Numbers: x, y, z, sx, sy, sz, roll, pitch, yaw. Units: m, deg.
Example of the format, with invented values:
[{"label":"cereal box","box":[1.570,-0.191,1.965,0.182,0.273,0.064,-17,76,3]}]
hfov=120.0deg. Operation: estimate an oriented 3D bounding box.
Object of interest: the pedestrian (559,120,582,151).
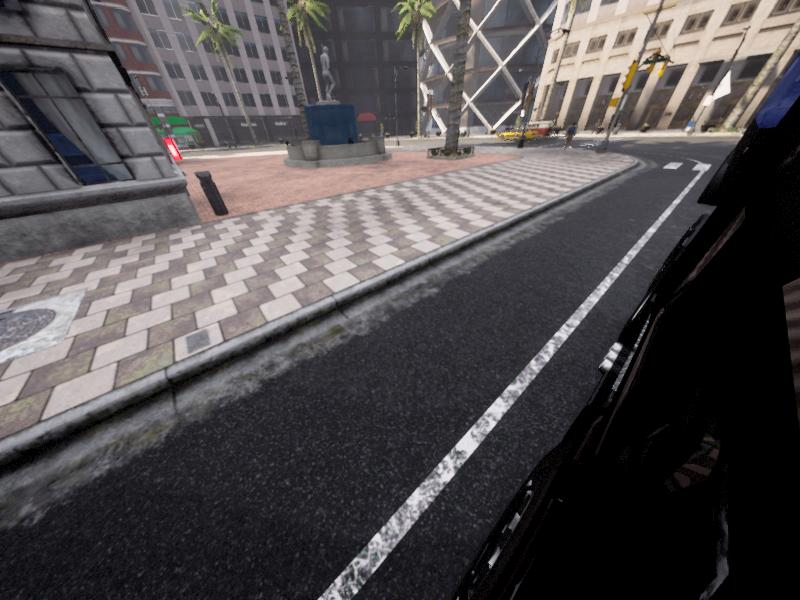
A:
[{"label":"pedestrian","box":[13.069,-12.618,17.761,0.751,1.860,0.751,25,45,32]}]

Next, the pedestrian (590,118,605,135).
[{"label":"pedestrian","box":[27.771,-24.454,32.563,0.751,1.860,0.751,-17,39,-18]}]

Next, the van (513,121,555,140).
[{"label":"van","box":[18.730,-23.829,32.514,1.775,1.987,4.442,-31,45,-33]}]

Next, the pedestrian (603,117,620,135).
[{"label":"pedestrian","box":[27.857,-22.852,30.424,0.751,1.860,0.751,-21,41,-23]}]

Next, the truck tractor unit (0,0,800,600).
[{"label":"truck tractor unit","box":[2.645,-0.295,0.351,6.516,4.208,3.053,-28,44,-30]}]

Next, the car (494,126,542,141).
[{"label":"car","box":[15.773,-22.430,31.179,1.801,1.575,5.366,-32,45,-33]}]

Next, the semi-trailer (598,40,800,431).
[{"label":"semi-trailer","box":[8.693,-3.617,4.220,14.254,4.402,2.717,-28,44,-30]}]
